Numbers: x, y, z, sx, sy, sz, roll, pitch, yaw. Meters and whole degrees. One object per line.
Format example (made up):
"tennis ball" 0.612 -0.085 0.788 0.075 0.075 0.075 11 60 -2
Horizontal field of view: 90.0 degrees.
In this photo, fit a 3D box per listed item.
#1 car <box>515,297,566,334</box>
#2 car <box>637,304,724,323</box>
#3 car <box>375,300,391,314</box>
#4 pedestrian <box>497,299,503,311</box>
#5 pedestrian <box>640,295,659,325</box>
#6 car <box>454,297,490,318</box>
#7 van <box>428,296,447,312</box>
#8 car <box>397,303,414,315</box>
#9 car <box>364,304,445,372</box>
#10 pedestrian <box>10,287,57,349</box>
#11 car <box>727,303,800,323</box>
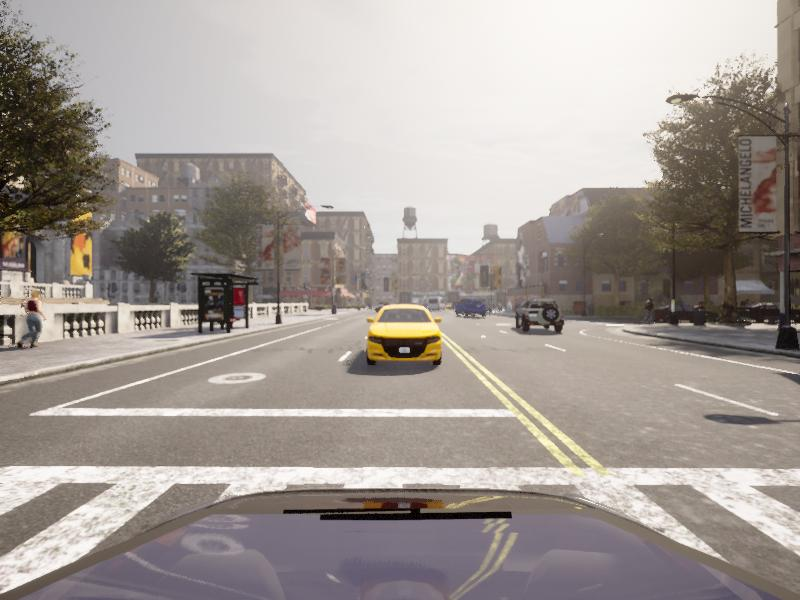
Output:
"car" 7.649 0.771 22.244 1.932 1.855 4.605 0 0 9
"car" 21.832 1.060 31.334 5.357 1.411 2.033 0 0 1
"car" -2.454 0.951 58.281 1.932 1.855 4.605 0 1 3
"pedestrian" 15.715 0.812 62.919 0.751 1.860 0.751 0 0 2
"pedestrian" 16.034 0.625 25.686 0.751 1.860 0.751 0 0 -26
"car" 7.628 0.793 43.263 2.150 2.045 5.566 0 0 -8
"van" 6.610 0.683 70.675 1.988 2.561 5.915 0 0 19
"car" 0.734 1.093 50.869 2.007 1.525 4.514 0 0 2
"car" 0.118 0.888 11.726 1.882 1.535 5.008 0 0 0
"pedestrian" -11.367 0.553 12.433 0.751 1.860 0.751 0 0 5
"car" 28.800 1.000 31.171 4.902 1.511 2.128 0 0 0
